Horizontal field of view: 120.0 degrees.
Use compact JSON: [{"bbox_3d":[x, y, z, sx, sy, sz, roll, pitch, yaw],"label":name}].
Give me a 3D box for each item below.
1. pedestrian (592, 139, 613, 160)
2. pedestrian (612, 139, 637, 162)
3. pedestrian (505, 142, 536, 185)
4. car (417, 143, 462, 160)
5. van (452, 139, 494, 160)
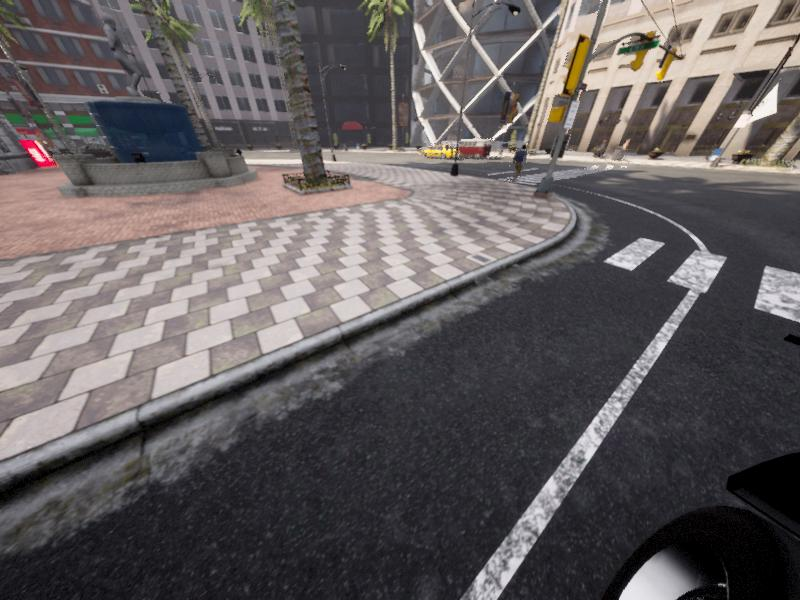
[{"bbox_3d":[21.563,-16.087,24.643,0.751,1.860,0.751,-3,35,-4],"label":"pedestrian"},{"bbox_3d":[21.656,-14.467,22.344,0.751,1.860,0.751,-4,35,-5],"label":"pedestrian"},{"bbox_3d":[6.345,-7.236,12.253,0.751,1.860,0.751,-24,42,-30],"label":"pedestrian"},{"bbox_3d":[4.778,-18.435,28.650,5.366,1.575,1.801,28,44,34],"label":"car"},{"bbox_3d":[9.029,-18.984,29.044,1.775,1.987,4.442,-29,44,-35],"label":"van"}]
